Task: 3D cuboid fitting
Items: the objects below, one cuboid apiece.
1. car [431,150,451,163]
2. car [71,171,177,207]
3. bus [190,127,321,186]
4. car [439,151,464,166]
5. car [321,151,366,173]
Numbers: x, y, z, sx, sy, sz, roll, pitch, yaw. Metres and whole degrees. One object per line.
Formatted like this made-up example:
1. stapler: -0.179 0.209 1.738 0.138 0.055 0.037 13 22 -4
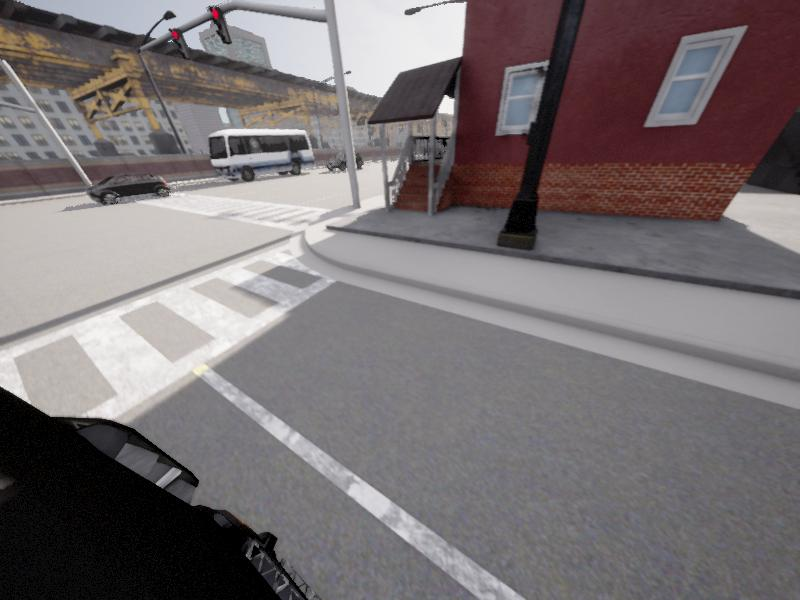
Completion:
1. car: 6.504 -22.727 36.582 1.845 1.501 3.633 16 38 26
2. car: -17.036 -7.092 14.529 1.789 1.549 3.705 16 37 26
3. bus: -13.902 -15.134 24.028 3.944 4.253 10.273 16 39 26
4. car: 7.097 -19.406 31.583 1.812 1.442 4.674 16 38 26
5. car: -6.882 -17.402 28.987 2.150 2.045 5.566 16 38 26
